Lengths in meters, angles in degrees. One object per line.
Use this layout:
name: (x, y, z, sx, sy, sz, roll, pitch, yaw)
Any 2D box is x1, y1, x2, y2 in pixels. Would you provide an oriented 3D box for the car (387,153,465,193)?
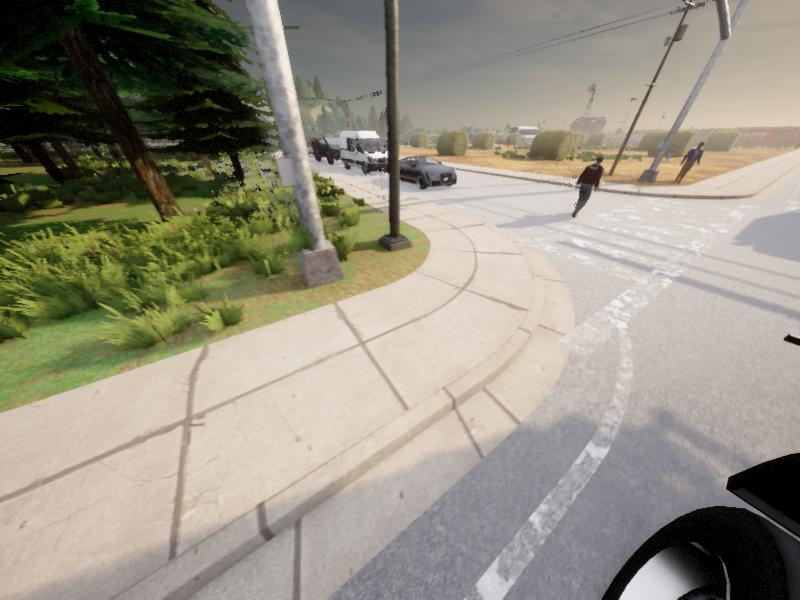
car: (1.213, -7.129, 12.716, 1.994, 1.385, 4.181, -20, 40, -25)

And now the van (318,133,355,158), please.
van: (-8.451, -20.502, 30.526, 2.351, 2.431, 6.366, -20, 40, -25)

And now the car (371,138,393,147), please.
car: (-4.254, -37.646, 55.167, 4.856, 1.649, 2.033, -18, 39, -23)

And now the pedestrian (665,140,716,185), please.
pedestrian: (14.516, -6.881, 11.609, 0.751, 1.860, 0.751, 25, 42, 30)

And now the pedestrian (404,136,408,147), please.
pedestrian: (1.251, -32.776, 47.857, 0.751, 1.860, 0.751, -4, 36, -6)

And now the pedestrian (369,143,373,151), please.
pedestrian: (-4.560, -24.092, 36.385, 0.500, 1.100, 0.500, -18, 39, -24)

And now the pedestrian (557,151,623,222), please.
pedestrian: (5.879, -3.561, 7.258, 0.751, 1.860, 0.751, -19, 40, -25)

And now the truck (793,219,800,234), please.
truck: (14.043, -3.084, 6.073, 5.204, 2.467, 2.627, -21, 40, -26)

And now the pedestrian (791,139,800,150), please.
pedestrian: (68.420, -26.773, 39.491, 0.751, 1.860, 0.751, -25, 42, -30)

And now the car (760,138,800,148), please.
car: (88.636, -36.388, 53.508, 1.930, 1.638, 5.238, -20, 40, -26)

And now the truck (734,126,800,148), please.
truck: (84.637, -37.156, 52.700, 2.891, 3.827, 8.468, -20, 40, -26)

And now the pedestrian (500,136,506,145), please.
pedestrian: (27.127, -42.113, 60.937, 0.751, 1.860, 0.751, -20, 40, -26)

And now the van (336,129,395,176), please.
van: (-2.729, -11.303, 17.553, 1.988, 2.561, 5.915, -20, 40, -25)

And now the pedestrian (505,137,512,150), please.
pedestrian: (18.729, -27.096, 39.907, 0.751, 1.860, 0.751, 11, 37, 14)

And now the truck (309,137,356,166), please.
truck: (-6.859, -15.025, 23.140, 2.390, 2.098, 6.274, -20, 40, -25)

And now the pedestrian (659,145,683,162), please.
pedestrian: (25.281, -13.644, 21.563, 0.751, 1.300, 0.751, -11, 37, -15)

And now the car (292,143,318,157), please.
car: (-12.916, -20.326, 31.253, 1.895, 1.301, 4.718, -20, 40, -26)

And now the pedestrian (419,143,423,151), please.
pedestrian: (3.305, -24.330, 36.693, 0.500, 1.100, 0.500, -7, 36, -10)

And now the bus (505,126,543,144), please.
bus: (37.498, -49.896, 70.081, 10.273, 4.253, 3.944, -18, 39, -23)
